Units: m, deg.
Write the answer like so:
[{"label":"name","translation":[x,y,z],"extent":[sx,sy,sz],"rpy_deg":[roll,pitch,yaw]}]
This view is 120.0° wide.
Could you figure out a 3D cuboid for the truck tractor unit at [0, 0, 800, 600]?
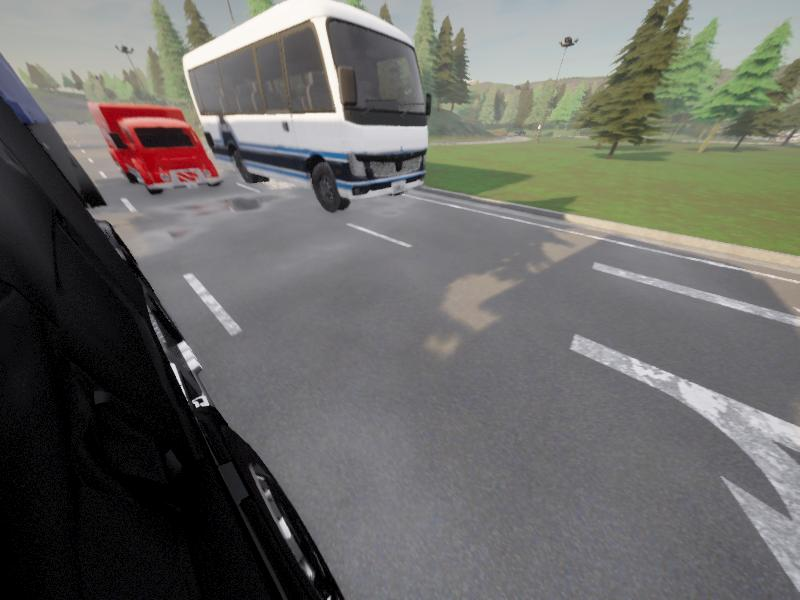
[{"label":"truck tractor unit","translation":[-2.645,-0.295,0.351],"extent":[6.516,4.208,3.053],"rpy_deg":[28,44,30]}]

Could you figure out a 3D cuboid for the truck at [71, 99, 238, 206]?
[{"label":"truck","translation":[-9.092,-5.725,8.672],"extent":[5.204,2.467,2.627],"rpy_deg":[30,46,28]}]

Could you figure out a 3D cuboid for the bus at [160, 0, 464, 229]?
[{"label":"bus","translation":[-3.645,-6.403,8.330],"extent":[10.273,4.253,3.944],"rpy_deg":[28,44,31]}]

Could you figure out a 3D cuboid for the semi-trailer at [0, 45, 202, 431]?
[{"label":"semi-trailer","translation":[-8.722,-3.546,4.291],"extent":[14.254,4.402,2.717],"rpy_deg":[28,44,30]}]
